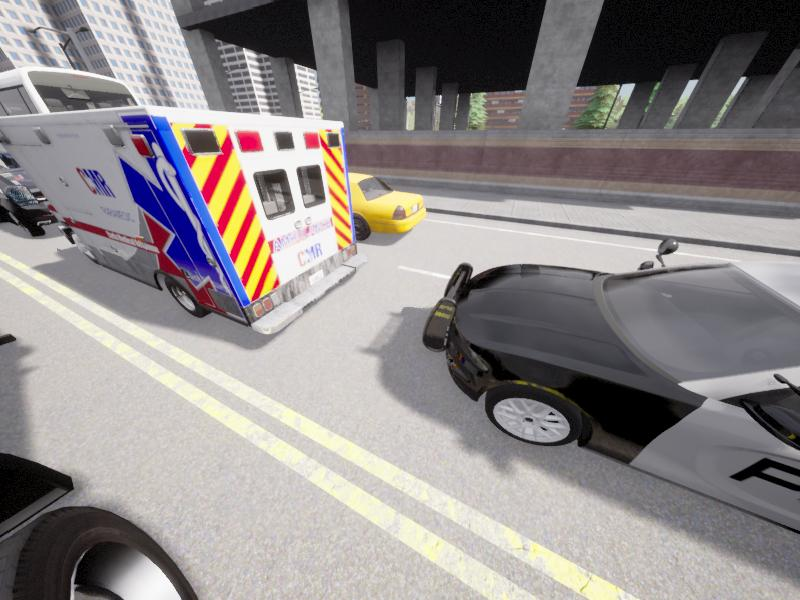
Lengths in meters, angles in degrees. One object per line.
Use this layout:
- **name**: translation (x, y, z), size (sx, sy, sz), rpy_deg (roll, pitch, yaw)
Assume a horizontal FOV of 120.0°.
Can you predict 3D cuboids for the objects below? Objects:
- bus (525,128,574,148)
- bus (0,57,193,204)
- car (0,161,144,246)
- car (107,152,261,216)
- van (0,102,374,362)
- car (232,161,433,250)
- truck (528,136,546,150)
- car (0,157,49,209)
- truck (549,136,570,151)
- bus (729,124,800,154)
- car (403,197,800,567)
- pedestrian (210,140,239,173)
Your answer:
- **bus**: translation (40.058, -43.787, 62.581), size (10.273, 4.253, 3.944), rpy_deg (15, 38, 20)
- **bus**: translation (-16.461, -7.904, 11.328), size (10.273, 4.253, 3.944), rpy_deg (15, 38, 20)
- **car**: translation (-10.799, -3.112, 6.945), size (4.902, 1.511, 2.128), rpy_deg (15, 38, 20)
- **car**: translation (-8.368, -4.745, 9.140), size (4.611, 1.667, 2.242), rpy_deg (15, 38, 20)
- **van**: translation (-3.894, -1.629, 4.092), size (6.366, 2.431, 2.351), rpy_deg (15, 38, 20)
- **car**: translation (-1.941, -2.977, 6.752), size (5.366, 1.575, 1.801), rpy_deg (15, 38, 20)
- **truck**: translation (29.501, -34.026, 49.945), size (2.615, 2.467, 5.204), rpy_deg (15, 38, 20)
- **car**: translation (-16.632, -4.701, 9.125), size (3.705, 1.549, 1.789), rpy_deg (15, 38, 20)
- **truck**: translation (33.409, -32.967, 48.468), size (2.615, 2.467, 5.204), rpy_deg (15, 38, 20)
- **bus**: translation (69.519, -30.369, 43.643), size (3.944, 4.253, 10.273), rpy_deg (18, 39, 23)
- **car**: translation (2.812, 0.499, 1.799), size (5.238, 1.638, 1.930), rpy_deg (15, 38, 20)
- **pedestrian**: translation (-12.056, -9.867, 15.910), size (0.751, 1.860, 0.751), rpy_deg (14, 38, 19)
